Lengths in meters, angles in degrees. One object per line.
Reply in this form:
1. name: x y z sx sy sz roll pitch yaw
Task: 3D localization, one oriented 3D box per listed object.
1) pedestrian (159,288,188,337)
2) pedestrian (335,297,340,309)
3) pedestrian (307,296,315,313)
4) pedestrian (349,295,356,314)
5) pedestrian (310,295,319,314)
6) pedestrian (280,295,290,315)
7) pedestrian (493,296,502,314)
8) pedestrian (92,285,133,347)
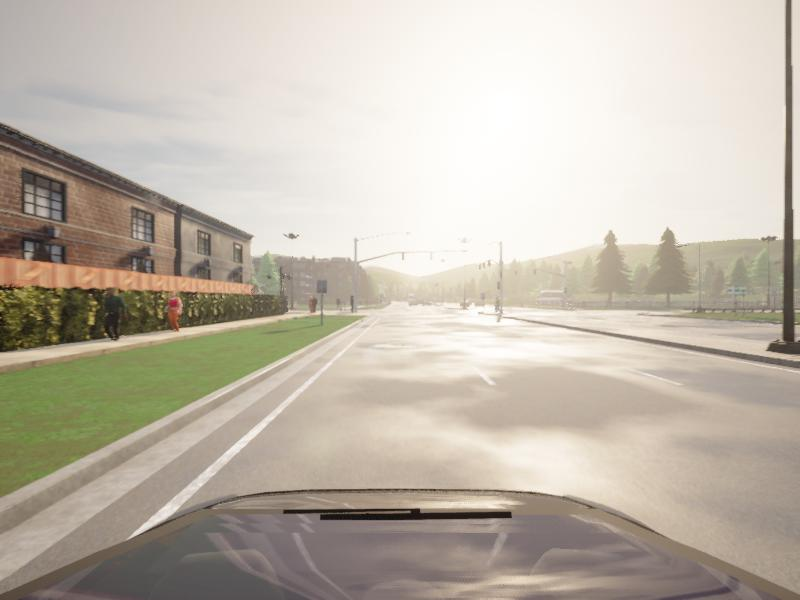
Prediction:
1. pedestrian: -8.856 0.479 15.662 0.751 1.860 0.751 0 0 -1
2. pedestrian: -9.725 0.461 62.273 0.751 1.860 0.751 0 0 -4
3. pedestrian: -9.357 0.469 41.959 0.751 1.860 0.751 0 0 -16
4. pedestrian: -4.820 0.439 40.598 0.751 1.860 0.751 0 0 -5
5. pedestrian: -8.852 0.469 41.342 0.751 1.860 0.751 0 0 -20
6. pedestrian: -10.598 0.471 36.898 0.751 1.860 0.751 0 0 3
7. pedestrian: 10.088 0.469 41.403 0.751 1.860 0.751 0 0 -3
8. pedestrian: -8.931 0.480 12.444 0.751 1.860 0.751 0 0 0
